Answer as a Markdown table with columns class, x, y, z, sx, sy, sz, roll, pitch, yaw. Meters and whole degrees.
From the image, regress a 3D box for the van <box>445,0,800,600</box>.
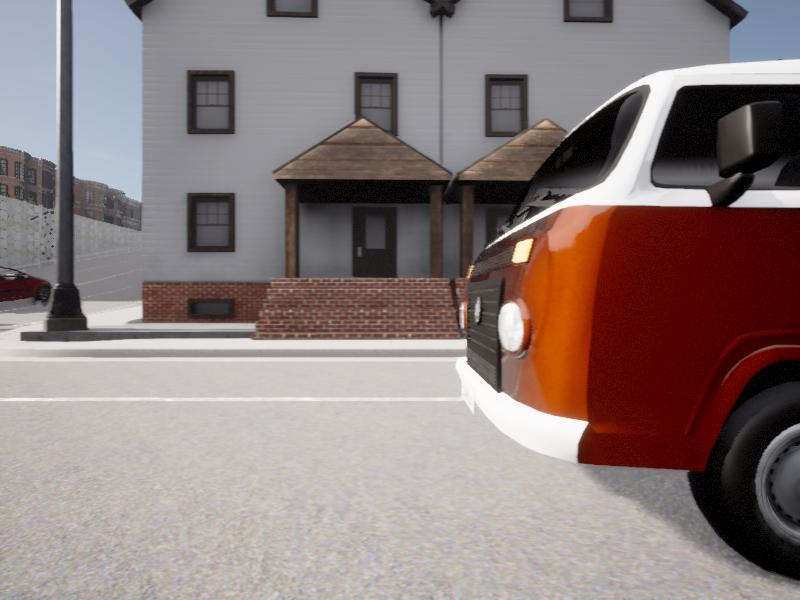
| class | x | y | z | sx | sy | sz | roll | pitch | yaw |
| --- | --- | --- | --- | --- | --- | --- | --- | --- | --- |
| van | 2.610 | -0.027 | 2.200 | 4.480 | 2.038 | 2.069 | 0 | 0 | 0 |

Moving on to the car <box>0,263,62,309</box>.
| class | x | y | z | sx | sy | sz | roll | pitch | yaw |
| --- | --- | --- | --- | --- | --- | --- | --- | --- | --- |
| car | -16.140 | -0.562 | 15.913 | 1.851 | 1.617 | 3.988 | 0 | 8 | 0 |

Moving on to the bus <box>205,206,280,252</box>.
| class | x | y | z | sx | sy | sz | roll | pitch | yaw |
| --- | --- | --- | --- | --- | --- | --- | --- | --- | --- |
| bus | -16.398 | -7.857 | 42.962 | 3.944 | 4.253 | 10.273 | 0 | 13 | -1 |
